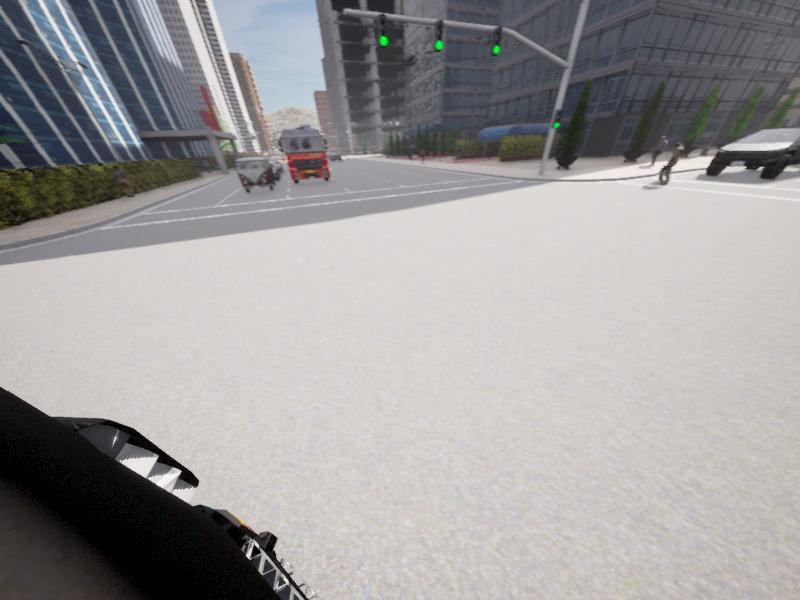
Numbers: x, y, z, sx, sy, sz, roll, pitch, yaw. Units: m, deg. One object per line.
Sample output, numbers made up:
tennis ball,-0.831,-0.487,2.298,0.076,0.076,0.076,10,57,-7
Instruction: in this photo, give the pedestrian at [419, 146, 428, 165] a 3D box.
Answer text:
pedestrian,2.719,-17.021,27.209,0.751,1.860,0.751,-14,35,-16

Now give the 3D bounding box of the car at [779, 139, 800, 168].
car,27.105,-9.340,14.382,5.366,1.575,1.801,-14,35,-15

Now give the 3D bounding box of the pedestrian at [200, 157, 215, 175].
pedestrian,-24.548,-17.085,29.428,0.751,1.860,0.751,-20,37,-23

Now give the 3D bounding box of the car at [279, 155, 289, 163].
car,-29.508,-36.077,58.857,1.882,1.535,5.008,-14,35,-16

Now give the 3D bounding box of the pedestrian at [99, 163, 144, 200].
pedestrian,-16.747,-7.166,13.971,0.751,1.860,0.751,-13,35,-15

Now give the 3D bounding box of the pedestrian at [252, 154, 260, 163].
pedestrian,-36.556,-36.002,58.683,0.751,1.860,0.751,-1,34,3

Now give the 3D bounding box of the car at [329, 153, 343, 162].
car,-13.269,-29.455,47.717,1.837,1.490,4.892,-14,35,-16

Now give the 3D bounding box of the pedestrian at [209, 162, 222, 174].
pedestrian,-23.503,-16.858,29.512,0.751,1.300,0.751,-15,36,-18

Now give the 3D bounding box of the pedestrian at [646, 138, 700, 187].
pedestrian,12.733,-6.430,10.849,0.751,1.860,0.751,-15,36,-18

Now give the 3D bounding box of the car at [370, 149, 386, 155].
car,-7.712,-51.267,80.076,5.027,1.651,2.152,-14,35,-16

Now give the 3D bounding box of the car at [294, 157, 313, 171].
car,-13.450,-18.884,32.018,1.994,1.385,4.181,-14,35,-17

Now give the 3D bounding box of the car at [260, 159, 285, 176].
car,-15.356,-16.182,28.099,2.033,1.411,5.357,-14,35,-16

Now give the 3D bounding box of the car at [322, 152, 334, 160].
car,-18.352,-36.618,58.797,1.882,1.535,5.008,-14,35,-16

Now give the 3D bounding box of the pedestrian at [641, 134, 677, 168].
pedestrian,17.501,-10.078,15.664,0.751,1.860,0.751,-16,36,-18

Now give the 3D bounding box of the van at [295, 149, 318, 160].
van,-28.493,-44.581,70.566,5.915,2.561,1.988,-14,35,-16

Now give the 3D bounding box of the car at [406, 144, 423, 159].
car,2.802,-27.490,42.727,2.390,2.098,6.274,3,34,9

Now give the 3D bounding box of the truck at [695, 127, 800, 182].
truck,19.746,-7.792,12.171,6.274,2.098,2.390,-14,35,-15

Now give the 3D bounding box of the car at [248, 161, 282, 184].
car,-12.097,-11.647,20.982,1.970,1.475,3.806,-14,35,-16

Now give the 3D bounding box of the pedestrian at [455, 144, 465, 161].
pedestrian,7.750,-19.178,30.041,0.751,1.860,0.751,-23,38,-27

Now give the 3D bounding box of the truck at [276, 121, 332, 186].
truck,-8.275,-12.573,19.954,2.891,3.827,8.468,-14,35,-16

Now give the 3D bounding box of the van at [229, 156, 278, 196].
van,-9.840,-8.678,15.902,1.775,1.987,4.442,-14,35,-16
